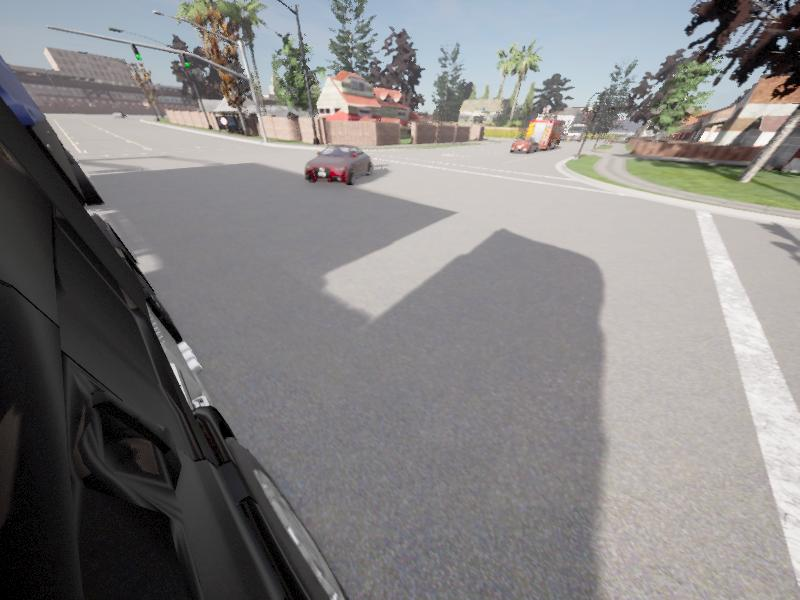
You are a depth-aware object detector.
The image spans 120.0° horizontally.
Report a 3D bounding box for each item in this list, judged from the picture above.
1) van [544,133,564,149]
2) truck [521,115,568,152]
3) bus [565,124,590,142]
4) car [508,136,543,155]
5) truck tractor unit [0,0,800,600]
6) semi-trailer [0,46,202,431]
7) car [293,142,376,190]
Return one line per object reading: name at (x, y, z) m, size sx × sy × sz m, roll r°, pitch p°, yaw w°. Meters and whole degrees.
van at (25.831, -26.720, 38.700) m, size 1.775 × 1.987 × 4.442 m, roll 25°, pitch 43°, yaw 27°
truck at (20.422, -23.332, 32.407) m, size 2.891 × 3.827 × 8.468 m, roll 27°, pitch 43°, yaw 29°
bus at (56.319, -53.053, 73.268) m, size 3.944 × 4.253 × 10.273 m, roll 27°, pitch 43°, yaw 29°
car at (15.092, -18.571, 27.653) m, size 2.152 × 1.651 × 5.027 m, roll 27°, pitch 43°, yaw 29°
truck tractor unit at (-2.645, -0.295, 0.351) m, size 6.516 × 4.208 × 3.053 m, roll 28°, pitch 44°, yaw 30°
semi-trailer at (-8.708, -3.583, 4.240) m, size 14.254 × 4.402 × 2.717 m, roll 28°, pitch 44°, yaw 30°
car at (-2.743, -6.422, 10.832) m, size 1.994 × 1.385 × 4.181 m, roll 9°, pitch 38°, yaw 9°
